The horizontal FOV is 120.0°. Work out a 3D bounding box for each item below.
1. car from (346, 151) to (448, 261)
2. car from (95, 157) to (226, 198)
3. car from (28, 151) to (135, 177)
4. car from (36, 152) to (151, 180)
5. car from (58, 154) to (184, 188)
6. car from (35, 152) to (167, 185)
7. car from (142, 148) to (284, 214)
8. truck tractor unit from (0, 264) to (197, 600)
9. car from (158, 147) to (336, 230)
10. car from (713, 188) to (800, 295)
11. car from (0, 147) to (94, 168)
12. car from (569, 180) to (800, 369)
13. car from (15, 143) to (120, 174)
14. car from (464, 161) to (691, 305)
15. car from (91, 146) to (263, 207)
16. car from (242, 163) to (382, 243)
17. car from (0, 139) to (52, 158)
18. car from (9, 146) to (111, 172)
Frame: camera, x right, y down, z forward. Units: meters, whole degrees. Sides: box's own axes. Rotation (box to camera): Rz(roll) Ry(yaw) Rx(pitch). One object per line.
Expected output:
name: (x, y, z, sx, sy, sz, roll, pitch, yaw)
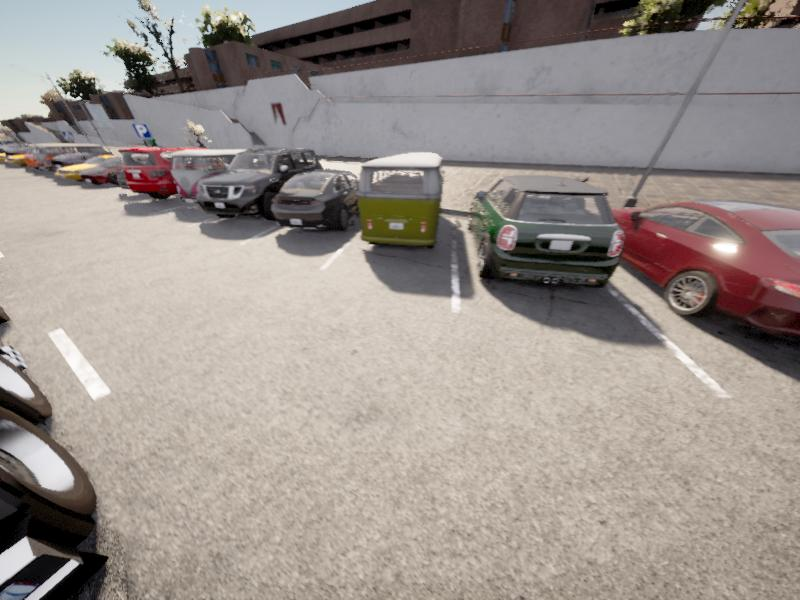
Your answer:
car: (0.289, -3.013, 6.606, 1.878, 1.987, 4.442, 6, 35, 8)
car: (-12.649, -6.944, 12.812, 2.002, 1.452, 4.674, 6, 35, 8)
car: (-25.576, -11.229, 18.923, 2.002, 1.452, 4.674, 6, 35, 8)
car: (-22.986, -10.390, 17.729, 2.163, 1.488, 4.792, 6, 35, 8)
car: (-17.820, -8.639, 15.237, 2.163, 1.488, 4.792, 6, 35, 8)
car: (-20.427, -9.437, 16.313, 1.946, 1.575, 5.366, 6, 35, 8)
car: (-7.493, -5.410, 10.109, 1.878, 1.987, 4.442, 6, 35, 8)
truck tractor unit: (-5.114, -0.297, 0.784, 6.516, 4.208, 3.053, 18, 39, 24)
car: (-4.894, -4.637, 8.935, 2.435, 2.045, 5.566, 6, 35, 8)
car: (8.038, -0.189, 2.928, 2.163, 1.488, 4.792, 6, 35, 8)
car: (-35.939, -14.656, 23.591, 1.946, 1.575, 5.366, 7, 35, 8)
car: (5.434, -1.042, 4.195, 2.002, 1.452, 4.674, 6, 35, 8)
car: (-28.164, -12.249, 19.892, 1.878, 1.987, 4.442, 7, 35, 8)
car: (2.848, -2.006, 5.311, 2.185, 1.767, 4.553, 6, 35, 8)
car: (-10.061, -6.356, 11.446, 2.435, 2.045, 5.566, 6, 35, 8)
car: (-2.314, -3.600, 7.865, 2.231, 1.521, 4.892, 6, 35, 8)
car: (-53.984, -21.096, 32.090, 2.435, 2.045, 5.566, 6, 35, 8)
car: (-30.747, -13.091, 21.233, 2.185, 1.767, 4.553, 6, 35, 8)
